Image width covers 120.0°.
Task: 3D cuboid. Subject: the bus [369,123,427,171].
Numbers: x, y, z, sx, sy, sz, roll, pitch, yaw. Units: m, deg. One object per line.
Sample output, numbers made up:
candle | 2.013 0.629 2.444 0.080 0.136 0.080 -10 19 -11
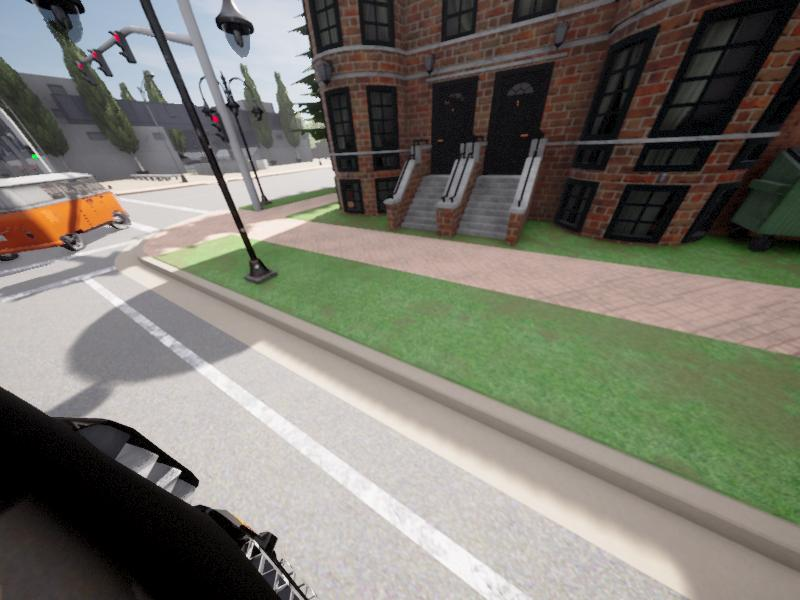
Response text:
bus | 0.321 -19.349 29.342 3.944 4.253 10.273 9 36 17

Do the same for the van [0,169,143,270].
van | -11.044 -2.839 7.386 1.775 1.987 4.442 -16 36 -17
